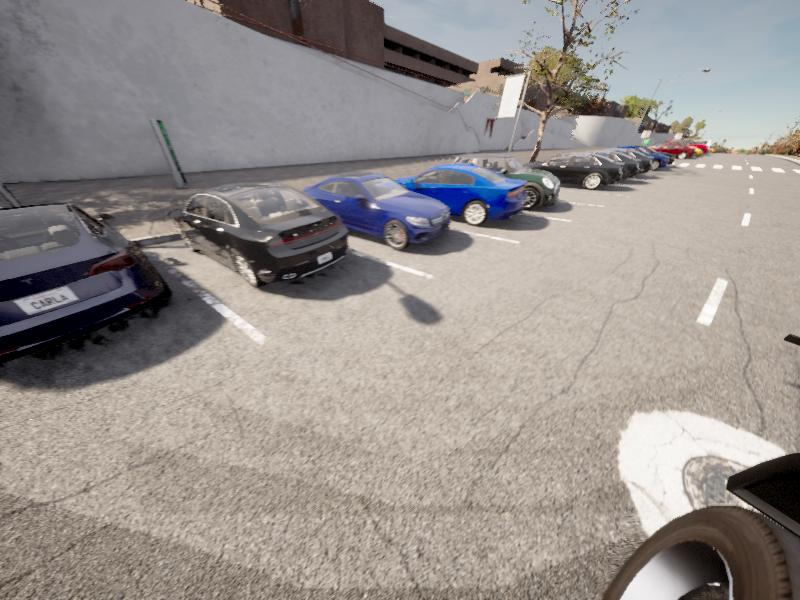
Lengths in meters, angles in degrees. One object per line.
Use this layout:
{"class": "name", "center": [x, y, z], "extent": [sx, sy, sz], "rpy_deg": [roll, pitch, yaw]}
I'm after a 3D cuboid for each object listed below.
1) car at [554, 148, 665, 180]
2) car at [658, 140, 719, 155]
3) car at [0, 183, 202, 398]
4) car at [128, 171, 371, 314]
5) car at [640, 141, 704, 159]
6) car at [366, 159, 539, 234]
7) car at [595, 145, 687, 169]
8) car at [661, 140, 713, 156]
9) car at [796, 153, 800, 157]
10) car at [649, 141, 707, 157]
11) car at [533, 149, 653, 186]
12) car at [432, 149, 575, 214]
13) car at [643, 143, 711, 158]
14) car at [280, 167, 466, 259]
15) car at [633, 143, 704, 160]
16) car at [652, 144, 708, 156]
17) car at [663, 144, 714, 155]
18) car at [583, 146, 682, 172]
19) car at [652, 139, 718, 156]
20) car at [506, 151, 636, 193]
{"class": "car", "center": [13.233, -9.006, 15.105], "extent": [4.892, 1.521, 2.231], "rpy_deg": [19, 40, 26]}
{"class": "car", "center": [47.559, -25.343, 38.375], "extent": [5.566, 2.045, 2.435], "rpy_deg": [18, 38, 25]}
{"class": "car", "center": [-5.737, -0.710, 3.695], "extent": [4.792, 1.488, 2.163], "rpy_deg": [22, 41, 29]}
{"class": "car", "center": [-3.283, -1.716, 5.023], "extent": [4.892, 1.521, 2.231], "rpy_deg": [21, 41, 29]}
{"class": "car", "center": [33.807, -18.906, 28.980], "extent": [4.553, 1.767, 2.185], "rpy_deg": [18, 38, 25]}
{"class": "car", "center": [1.517, -3.742, 7.810], "extent": [5.008, 1.535, 2.097], "rpy_deg": [21, 41, 28]}
{"class": "car", "center": [20.087, -12.286, 19.692], "extent": [5.008, 1.535, 2.097], "rpy_deg": [18, 39, 25]}
{"class": "car", "center": [45.393, -24.238, 36.747], "extent": [4.442, 1.987, 1.878], "rpy_deg": [18, 38, 25]}
{"class": "car", "center": [70.207, -25.118, 39.291], "extent": [5.008, 1.535, 1.882], "rpy_deg": [-24, 42, -32]}
{"class": "car", "center": [38.391, -21.036, 32.122], "extent": [4.553, 1.767, 2.185], "rpy_deg": [18, 38, 25]}
{"class": "car", "center": [10.919, -7.929, 13.607], "extent": [4.892, 1.521, 2.231], "rpy_deg": [19, 40, 26]}
{"class": "car", "center": [3.862, -4.888, 9.180], "extent": [4.553, 1.767, 2.185], "rpy_deg": [20, 40, 28]}
{"class": "car", "center": [36.289, -19.813, 30.531], "extent": [5.366, 1.575, 1.946], "rpy_deg": [18, 38, 25]}
{"class": "car", "center": [-0.876, -2.696, 6.438], "extent": [4.674, 1.452, 2.002], "rpy_deg": [21, 40, 29]}
{"class": "car", "center": [31.546, -17.715, 27.464], "extent": [5.008, 1.535, 2.097], "rpy_deg": [18, 39, 25]}
{"class": "car", "center": [40.705, -21.950, 33.779], "extent": [4.674, 1.452, 2.002], "rpy_deg": [18, 38, 25]}
{"class": "car", "center": [49.871, -26.169, 40.103], "extent": [5.008, 1.535, 2.097], "rpy_deg": [19, 37, 24]}
{"class": "car", "center": [17.804, -11.191, 18.156], "extent": [5.008, 1.535, 2.097], "rpy_deg": [18, 39, 25]}
{"class": "car", "center": [43.029, -23.238, 35.188], "extent": [5.566, 2.045, 2.435], "rpy_deg": [18, 38, 25]}
{"class": "car", "center": [8.592, -6.864, 12.128], "extent": [4.892, 1.521, 2.231], "rpy_deg": [20, 40, 27]}
